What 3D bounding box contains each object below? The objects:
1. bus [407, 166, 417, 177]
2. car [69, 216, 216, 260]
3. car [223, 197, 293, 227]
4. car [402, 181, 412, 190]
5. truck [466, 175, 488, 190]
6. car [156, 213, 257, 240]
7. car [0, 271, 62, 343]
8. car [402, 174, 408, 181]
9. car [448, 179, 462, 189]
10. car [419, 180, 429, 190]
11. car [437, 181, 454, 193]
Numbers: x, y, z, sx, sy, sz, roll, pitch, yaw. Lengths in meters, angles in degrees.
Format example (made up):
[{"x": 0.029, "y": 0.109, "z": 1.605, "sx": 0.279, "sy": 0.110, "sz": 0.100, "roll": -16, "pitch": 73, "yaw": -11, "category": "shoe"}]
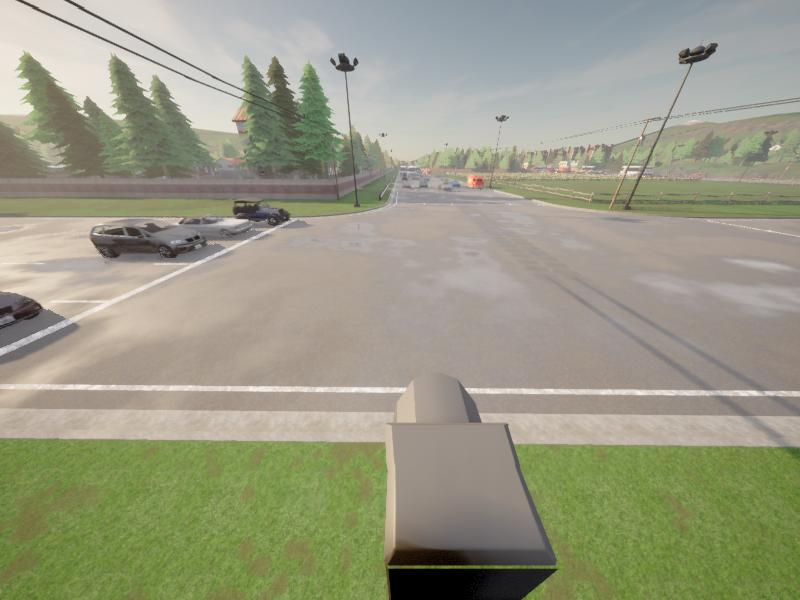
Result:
[{"x": 5.253, "y": -57.558, "z": 103.450, "sx": 3.944, "sy": 4.253, "sz": 10.273, "roll": 0, "pitch": 30, "yaw": 0, "category": "bus"}, {"x": -13.023, "y": -3.302, "z": 12.057, "sx": 4.611, "sy": 1.667, "sz": 2.242, "roll": 0, "pitch": 30, "yaw": 1, "category": "car"}, {"x": -10.891, "y": -6.886, "z": 18.043, "sx": 3.866, "sy": 1.878, "sz": 1.905, "roll": 0, "pitch": 30, "yaw": 1, "category": "car"}, {"x": 1.361, "y": -23.122, "z": 46.611, "sx": 1.812, "sy": 1.442, "sz": 4.674, "roll": 0, "pitch": 30, "yaw": 0, "category": "car"}, {"x": 15.360, "y": -23.708, "z": 46.592, "sx": 2.627, "sy": 2.467, "sz": 5.204, "roll": 0, "pitch": 30, "yaw": 0, "category": "truck"}, {"x": -12.482, "y": -4.888, "z": 15.176, "sx": 4.718, "sy": 1.301, "sz": 1.895, "roll": 0, "pitch": 30, "yaw": 1, "category": "car"}, {"x": -12.599, "y": 0.283, "z": 6.040, "sx": 4.193, "sy": 1.474, "sz": 1.816, "roll": 0, "pitch": 30, "yaw": 1, "category": "car"}, {"x": 1.491, "y": -39.497, "z": 74.547, "sx": 1.905, "sy": 1.878, "sz": 3.866, "roll": 0, "pitch": 30, "yaw": 0, "category": "car"}, {"x": 11.877, "y": -25.241, "z": 50.186, "sx": 1.882, "sy": 1.535, "sz": 5.008, "roll": 0, "pitch": 30, "yaw": 0, "category": "car"}, {"x": 4.865, "y": -23.726, "z": 47.542, "sx": 1.789, "sy": 1.549, "sz": 3.705, "roll": 0, "pitch": 30, "yaw": 0, "category": "car"}, {"x": 8.341, "y": -20.928, "z": 42.632, "sx": 2.152, "sy": 1.651, "sz": 5.027, "roll": 0, "pitch": 30, "yaw": 0, "category": "car"}]
